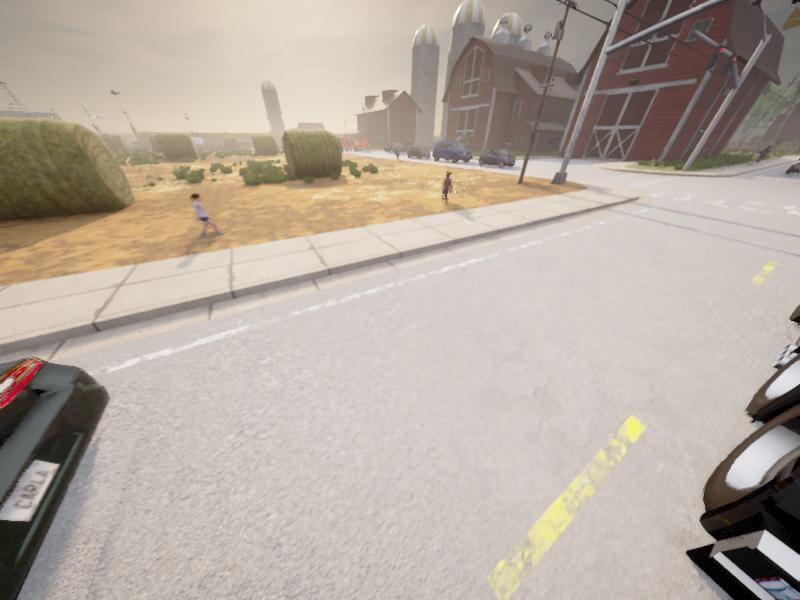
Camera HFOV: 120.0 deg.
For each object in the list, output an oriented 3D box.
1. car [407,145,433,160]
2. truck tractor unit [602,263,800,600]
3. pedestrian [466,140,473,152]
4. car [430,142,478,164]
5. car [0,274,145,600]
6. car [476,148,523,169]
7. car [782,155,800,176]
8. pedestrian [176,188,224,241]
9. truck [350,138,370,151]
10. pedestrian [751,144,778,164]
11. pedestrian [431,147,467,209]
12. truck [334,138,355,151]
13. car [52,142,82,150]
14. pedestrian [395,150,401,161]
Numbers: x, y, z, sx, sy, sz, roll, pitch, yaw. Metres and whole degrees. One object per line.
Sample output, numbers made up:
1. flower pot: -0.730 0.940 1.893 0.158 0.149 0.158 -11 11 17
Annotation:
1. car: 2.705 -20.616 32.239 1.789 1.549 3.705 -19 39 -26
2. truck tractor unit: 5.107 -0.305 0.781 6.516 4.208 3.053 -18 39 -24
3. pedestrian: 12.846 -28.337 42.583 0.751 1.860 0.751 30 44 35
4. car: 6.178 -17.577 27.470 2.150 2.045 5.566 -19 39 -25
5. car: -4.338 1.654 0.257 4.974 1.542 2.038 -18 39 -25
6. car: 9.710 -14.050 22.876 1.845 1.501 3.633 -19 39 -25
7. car: 33.907 -10.992 18.879 4.181 1.385 1.994 -18 39 -25
8. pedestrian: -4.859 -2.096 5.678 0.500 1.100 0.500 -21 40 -28
9. truck: -9.284 -36.042 53.502 2.627 2.467 5.204 -19 39 -26
10. pedestrian: 41.053 -16.441 26.025 0.751 1.860 0.751 -18 39 -25
11. pedestrian: 1.738 -4.416 8.396 0.751 1.860 0.751 -28 44 -34
12. truck: -12.535 -35.252 52.357 2.627 2.467 5.204 -19 39 -26
13. car: -72.287 -33.519 50.287 1.970 1.475 3.806 -14 37 -19
14. pedestrian: -0.234 -16.620 26.561 0.500 1.100 0.500 29 44 35
